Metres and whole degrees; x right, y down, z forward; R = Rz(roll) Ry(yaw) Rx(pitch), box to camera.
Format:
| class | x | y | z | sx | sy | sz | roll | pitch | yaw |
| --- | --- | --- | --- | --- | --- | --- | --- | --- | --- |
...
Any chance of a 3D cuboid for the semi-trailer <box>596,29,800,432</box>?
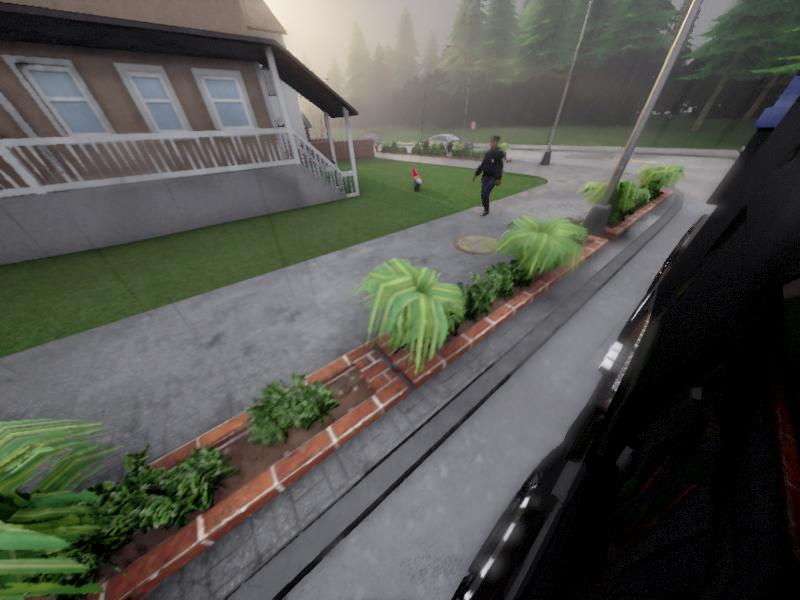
| class | x | y | z | sx | sy | sz | roll | pitch | yaw |
| --- | --- | --- | --- | --- | --- | --- | --- | --- | --- |
| semi-trailer | 8.796 | -3.541 | 4.122 | 14.254 | 4.402 | 2.717 | -27 | 43 | -29 |

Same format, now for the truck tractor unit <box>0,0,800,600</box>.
| class | x | y | z | sx | sy | sz | roll | pitch | yaw |
| --- | --- | --- | --- | --- | --- | --- | --- | --- | --- |
| truck tractor unit | 2.645 | -0.295 | 0.351 | 6.516 | 4.208 | 3.053 | -28 | 44 | -30 |

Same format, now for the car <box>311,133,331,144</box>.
| class | x | y | z | sx | sy | sz | roll | pitch | yaw |
| --- | --- | --- | --- | --- | --- | --- | --- | --- | --- |
| car | -16.306 | -33.300 | 47.680 | 2.033 | 1.649 | 4.856 | -26 | 43 | -28 |

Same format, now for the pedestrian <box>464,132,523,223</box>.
| class | x | y | z | sx | sy | sz | roll | pitch | yaw |
| --- | --- | --- | --- | --- | --- | --- | --- | --- | --- |
| pedestrian | 2.267 | -3.035 | 5.787 | 0.751 | 1.860 | 0.751 | -26 | 43 | -27 |

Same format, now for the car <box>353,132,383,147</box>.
| class | x | y | z | sx | sy | sz | roll | pitch | yaw |
| --- | --- | --- | --- | --- | --- | --- | --- | --- | --- |
| car | -5.034 | -24.898 | 35.773 | 2.152 | 1.651 | 5.027 | -26 | 43 | -28 |

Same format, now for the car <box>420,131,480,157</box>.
| class | x | y | z | sx | sy | sz | roll | pitch | yaw |
| --- | --- | --- | --- | --- | --- | --- | --- | --- | --- |
| car | 4.265 | -14.050 | 20.715 | 1.930 | 1.638 | 5.238 | -26 | 43 | -28 |

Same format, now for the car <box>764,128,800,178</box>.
| class | x | y | z | sx | sy | sz | roll | pitch | yaw |
| --- | --- | --- | --- | --- | --- | --- | --- | --- | --- |
| car | 16.368 | -4.814 | 7.726 | 2.038 | 1.542 | 4.974 | 10 | 38 | 18 |
